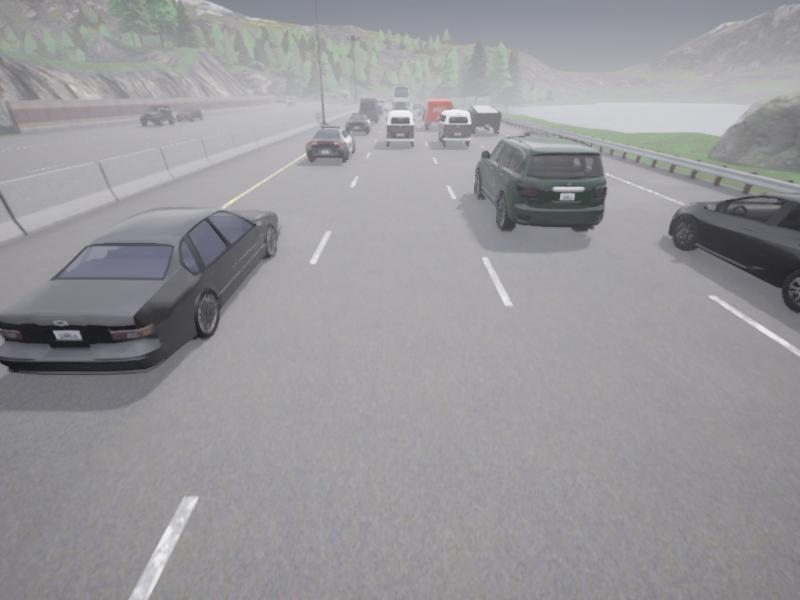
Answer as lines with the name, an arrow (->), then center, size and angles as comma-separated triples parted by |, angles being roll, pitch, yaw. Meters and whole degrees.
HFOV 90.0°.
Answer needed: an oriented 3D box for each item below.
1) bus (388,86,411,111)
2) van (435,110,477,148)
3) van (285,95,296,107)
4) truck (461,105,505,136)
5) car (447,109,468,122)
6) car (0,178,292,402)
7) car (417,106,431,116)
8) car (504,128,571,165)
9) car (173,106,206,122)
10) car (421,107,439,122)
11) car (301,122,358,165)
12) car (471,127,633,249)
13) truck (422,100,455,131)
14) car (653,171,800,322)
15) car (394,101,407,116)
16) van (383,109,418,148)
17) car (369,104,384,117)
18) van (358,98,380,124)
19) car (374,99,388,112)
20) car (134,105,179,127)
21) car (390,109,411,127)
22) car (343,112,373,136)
bus -> -0.168, -40.775, 80.817 | 3.944, 4.253, 10.273 | -2, 27, -4
van -> 3.523, -11.227, 26.081 | 2.069, 2.038, 4.480 | 0, 26, 0
van -> -27.524, -50.239, 100.900 | 2.351, 2.431, 6.366 | -5, 28, -11
truck -> 7.033, -15.718, 34.753 | 2.390, 2.098, 6.274 | 0, 27, 0
car -> 7.045, -22.765, 49.261 | 1.895, 1.301, 4.718 | 0, 27, 0
car -> -3.493, -0.739, 6.462 | 2.033, 1.411, 5.357 | 0, 27, 0
car -> 3.557, -28.679, 60.674 | 1.895, 1.301, 4.718 | 0, 27, 0
car -> 7.017, -8.157, 21.002 | 1.895, 1.301, 4.718 | 0, 27, 0
car -> -24.456, -21.648, 46.576 | 1.789, 1.549, 3.705 | 0, 27, 0
car -> 3.543, -22.394, 48.321 | 1.816, 1.474, 4.193 | 0, 27, 0
car -> -3.482, -8.203, 20.755 | 2.038, 1.542, 4.974 | 0, 27, 0
car -> 3.517, -3.330, 10.823 | 2.150, 2.045, 5.566 | 0, 28, 0
truck -> 3.540, -17.652, 38.065 | 2.627, 2.467, 5.204 | 0, 27, 0
car -> 7.006, -1.122, 7.141 | 2.007, 1.525, 4.514 | 0, 27, 0
car -> 0.060, -28.981, 60.583 | 1.905, 1.878, 3.866 | 0, 27, 0
van -> 0.024, -11.277, 26.172 | 2.069, 2.038, 4.480 | 0, 27, 0
car -> -3.444, -28.100, 59.249 | 2.007, 1.525, 4.514 | 0, 27, 0
van -> -3.451, -21.674, 45.716 | 1.988, 2.561, 5.915 | 0, 27, 0
car -> -3.430, -35.405, 72.822 | 2.150, 2.045, 5.566 | 0, 27, 0
car -> -24.462, -18.614, 40.337 | 1.905, 1.878, 3.866 | 0, 27, 0
car -> 0.039, -19.007, 41.699 | 2.128, 1.511, 4.902 | 0, 27, 0
car -> -3.467, -15.091, 34.084 | 2.038, 1.542, 4.974 | 0, 28, 0
